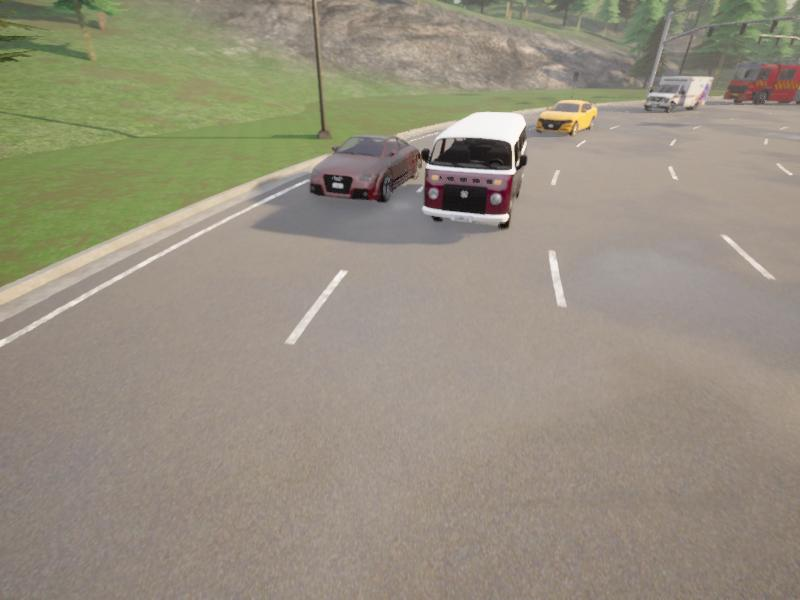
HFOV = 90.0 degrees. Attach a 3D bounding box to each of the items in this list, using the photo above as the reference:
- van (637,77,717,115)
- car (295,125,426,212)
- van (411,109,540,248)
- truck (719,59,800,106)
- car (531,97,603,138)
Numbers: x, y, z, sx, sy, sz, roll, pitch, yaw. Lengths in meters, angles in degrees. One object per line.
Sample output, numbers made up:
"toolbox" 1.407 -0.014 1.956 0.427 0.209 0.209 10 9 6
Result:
"van" 22.234 -16.483 32.076 6.366 2.431 2.351 -19 36 -30
"car" -0.839 -3.866 11.228 1.994 1.385 4.181 11 32 17
"van" 1.929 -3.118 9.334 2.069 2.038 4.480 10 31 17
"truck" 36.644 -21.030 38.683 8.468 3.827 2.891 -3 30 -6
"car" 9.028 -9.846 21.421 1.882 1.535 5.008 22 36 32
